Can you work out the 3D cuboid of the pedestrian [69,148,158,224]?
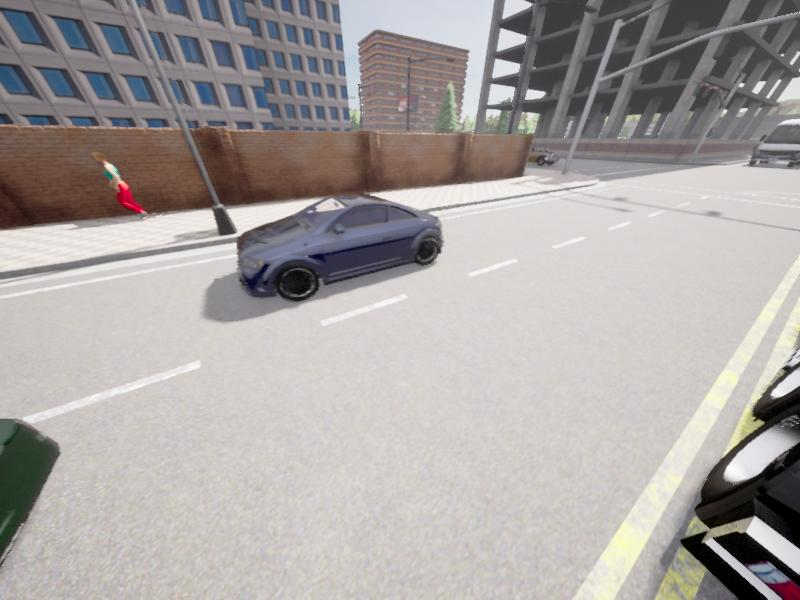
[{"bbox_3d":[-8.234,-3.341,6.791,0.751,1.860,0.751,-18,39,-25],"label":"pedestrian"}]

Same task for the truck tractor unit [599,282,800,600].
[{"bbox_3d":[5.139,-0.272,0.734,6.516,4.208,3.053,-17,39,-23],"label":"truck tractor unit"}]

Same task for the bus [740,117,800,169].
[{"bbox_3d":[44.479,-17.678,26.058,10.273,4.253,3.944,-18,39,-25],"label":"bus"}]

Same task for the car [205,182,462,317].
[{"bbox_3d":[-1.085,-1.393,4.795,4.181,1.385,1.994,-18,39,-25],"label":"car"}]

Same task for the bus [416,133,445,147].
[{"bbox_3d":[11.426,-60.122,86.731,10.273,4.253,3.944,-18,39,-25],"label":"bus"}]
